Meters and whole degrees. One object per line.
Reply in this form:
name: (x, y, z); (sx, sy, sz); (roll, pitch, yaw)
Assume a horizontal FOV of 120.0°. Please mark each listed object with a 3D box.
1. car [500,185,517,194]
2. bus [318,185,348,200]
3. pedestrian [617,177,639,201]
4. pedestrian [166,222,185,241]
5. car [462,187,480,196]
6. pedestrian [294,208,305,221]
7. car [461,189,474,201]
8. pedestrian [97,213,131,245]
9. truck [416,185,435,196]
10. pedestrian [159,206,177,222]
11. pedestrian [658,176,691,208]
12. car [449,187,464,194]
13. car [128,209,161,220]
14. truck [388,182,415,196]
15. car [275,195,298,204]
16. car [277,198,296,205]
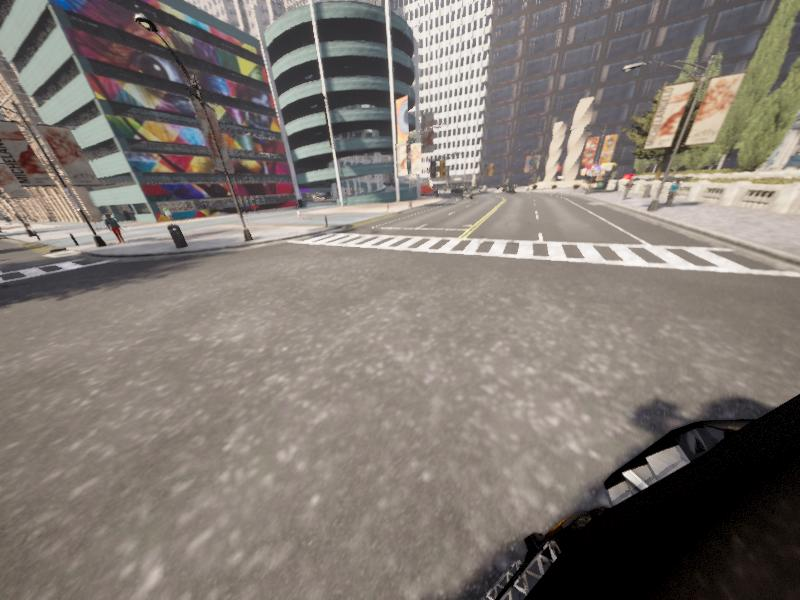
car: (22.247, -22.815, 47.569); (1.851, 1.617, 3.988); (0, 26, 6)
bus: (-24.838, -39.826, 85.542); (10.273, 4.253, 3.944); (9, 29, 25)
pedestrian: (20.937, -10.195, 21.251); (0.751, 1.860, 0.751); (9, 29, 24)
pedestrian: (-14.779, -4.506, 15.204); (0.500, 1.100, 0.500); (16, 32, 35)
car: (15.492, -23.718, 50.401); (2.007, 1.525, 4.514); (-7, 26, -6)
pedestrian: (-9.644, -8.249, 22.178); (0.500, 1.100, 0.500); (14, 31, 32)
car: (10.954, -17.072, 37.379); (1.789, 1.549, 3.705); (4, 27, 15)
pedestrian: (-18.944, -4.725, 15.337); (0.751, 1.860, 0.751); (16, 32, 35)
truck: (6.849, -29.745, 62.786); (2.627, 2.467, 5.204); (-18, 29, -26)
pedestrian: (-30.504, -11.353, 30.413); (0.751, 1.860, 0.751); (2, 27, 11)
pedestrian: (18.180, -7.126, 15.341); (0.751, 1.860, 0.751); (13, 31, 31)
car: (15.234, -29.544, 62.297); (1.789, 1.549, 3.705); (-16, 28, -23)
car: (-44.506, -14.957, 40.249); (4.786, 1.482, 2.161); (9, 29, 25)
truck: (0.455, -36.996, 76.904); (8.468, 3.827, 2.891); (11, 30, 28)
car: (-31.556, -27.909, 64.141); (5.566, 2.045, 2.435); (9, 29, 25)
car: (-31.586, -27.566, 64.338); (4.514, 1.523, 2.007); (9, 29, 25)
